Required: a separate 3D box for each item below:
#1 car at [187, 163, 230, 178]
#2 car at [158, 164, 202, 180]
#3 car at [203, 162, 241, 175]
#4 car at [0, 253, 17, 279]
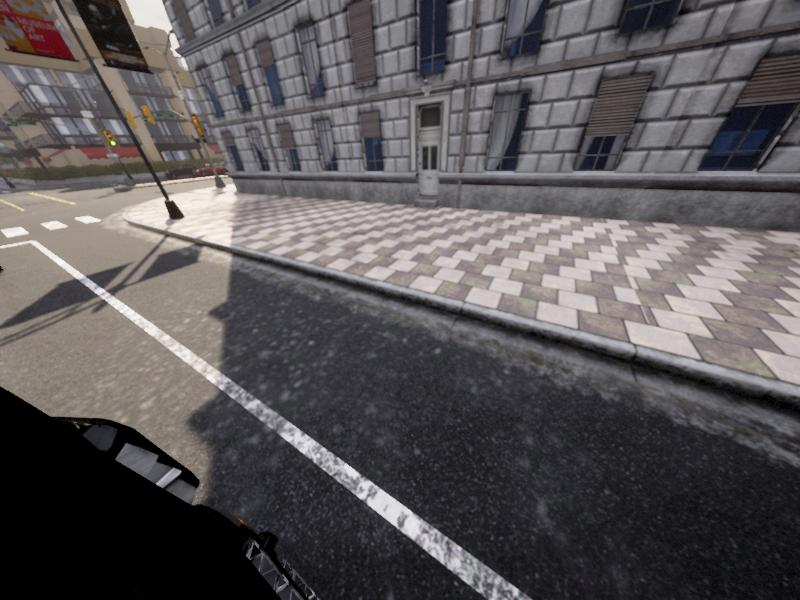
[{"bbox_3d":[-25.766,-17.504,31.203,1.970,1.475,3.806,16,38,26],"label":"car"},{"bbox_3d":[-29.761,-17.429,31.347,1.789,1.549,3.705,16,38,26],"label":"car"},{"bbox_3d":[-27.041,-20.094,35.221,1.970,1.475,3.806,16,38,26],"label":"car"},{"bbox_3d":[-12.099,-1.374,5.575,4.856,1.649,2.033,15,38,26],"label":"car"}]
